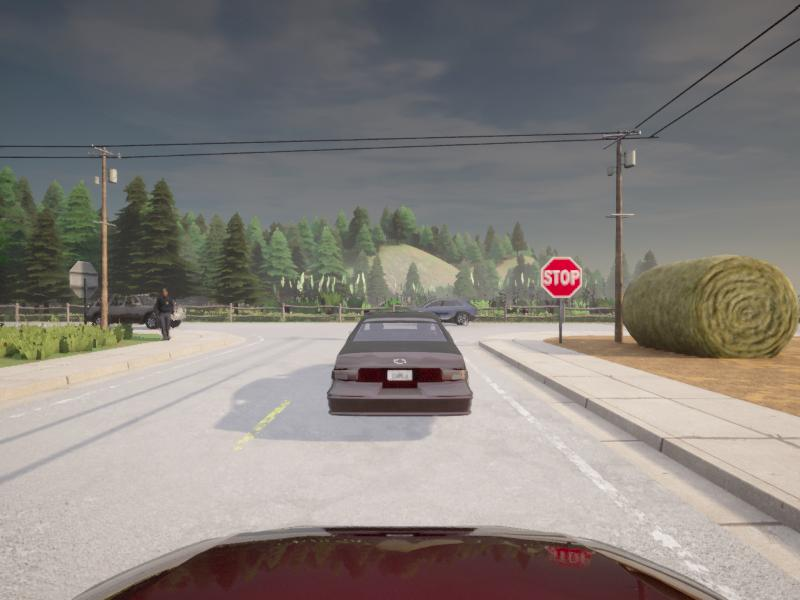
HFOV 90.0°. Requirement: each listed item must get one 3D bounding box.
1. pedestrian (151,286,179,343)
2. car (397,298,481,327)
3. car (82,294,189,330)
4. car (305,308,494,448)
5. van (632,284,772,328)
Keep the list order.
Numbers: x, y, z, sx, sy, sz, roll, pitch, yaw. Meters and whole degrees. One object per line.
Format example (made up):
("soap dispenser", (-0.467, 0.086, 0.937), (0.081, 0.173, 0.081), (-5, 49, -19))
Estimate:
("pedestrian", (-8.015, 0.474, 13.656), (0.751, 1.860, 0.751), (0, 0, -24))
("car", (2.315, 0.726, 24.314), (4.856, 1.649, 2.033), (0, 0, 3))
("car", (-14.131, 0.601, 21.526), (4.605, 1.855, 1.932), (0, 0, 5))
("car", (-0.001, 0.889, 6.985), (2.033, 1.411, 5.357), (0, 0, 0))
("van", (17.552, 0.325, 23.587), (6.366, 2.431, 2.351), (0, 0, 3))
